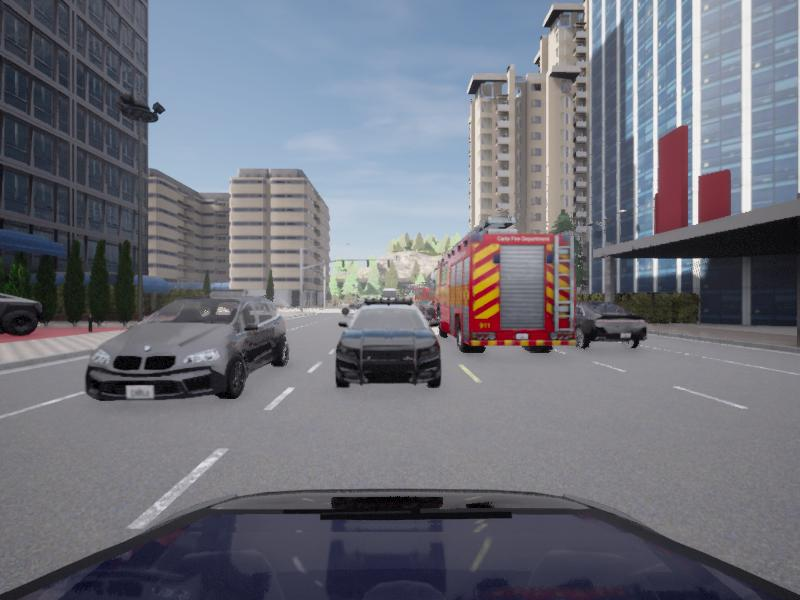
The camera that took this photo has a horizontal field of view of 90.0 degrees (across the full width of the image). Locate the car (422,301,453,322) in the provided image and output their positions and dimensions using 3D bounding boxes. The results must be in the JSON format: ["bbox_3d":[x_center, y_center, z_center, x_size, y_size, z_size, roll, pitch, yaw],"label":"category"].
[{"bbox_3d":[2.723,0.824,29.895,1.845,1.501,3.633,0,0,-1],"label":"car"}]

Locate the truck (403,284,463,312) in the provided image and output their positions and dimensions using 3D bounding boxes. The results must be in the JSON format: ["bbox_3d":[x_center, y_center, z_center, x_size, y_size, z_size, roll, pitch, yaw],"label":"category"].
[{"bbox_3d":[4.806,-0.321,57.998,8.468,3.827,2.891,0,0,-30],"label":"truck"}]

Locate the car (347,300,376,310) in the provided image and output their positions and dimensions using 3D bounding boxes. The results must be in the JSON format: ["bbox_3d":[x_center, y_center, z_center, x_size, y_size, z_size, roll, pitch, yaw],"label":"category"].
[{"bbox_3d":[-6.643,0.771,69.089,1.930,1.638,5.238,0,0,36],"label":"car"}]

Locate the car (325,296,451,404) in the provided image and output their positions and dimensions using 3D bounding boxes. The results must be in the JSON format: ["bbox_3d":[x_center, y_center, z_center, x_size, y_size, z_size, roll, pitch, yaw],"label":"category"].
[{"bbox_3d":[-0.245,0.771,8.743,1.930,1.638,5.238,0,0,-1],"label":"car"}]

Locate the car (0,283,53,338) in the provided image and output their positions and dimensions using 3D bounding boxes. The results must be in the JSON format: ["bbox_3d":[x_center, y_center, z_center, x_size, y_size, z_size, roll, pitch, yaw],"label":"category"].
[{"bbox_3d":[-17.017,0.402,14.472,2.390,2.098,6.274,0,0,29],"label":"car"}]

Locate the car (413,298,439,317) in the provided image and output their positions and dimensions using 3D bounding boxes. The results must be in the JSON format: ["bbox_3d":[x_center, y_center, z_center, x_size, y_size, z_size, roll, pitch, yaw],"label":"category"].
[{"bbox_3d":[2.490,0.694,39.057,2.097,1.767,4.553,0,0,-1],"label":"car"}]

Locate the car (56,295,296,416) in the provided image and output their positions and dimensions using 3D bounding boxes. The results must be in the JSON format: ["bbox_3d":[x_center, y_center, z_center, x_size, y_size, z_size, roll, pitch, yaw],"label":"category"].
[{"bbox_3d":[-3.726,0.749,7.916,2.242,1.667,4.611,0,1,-2],"label":"car"}]

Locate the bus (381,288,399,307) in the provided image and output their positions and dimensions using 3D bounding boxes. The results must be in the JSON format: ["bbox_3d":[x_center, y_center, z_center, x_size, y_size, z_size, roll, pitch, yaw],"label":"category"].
[{"bbox_3d":[-2.268,-0.538,93.695,3.944,4.253,10.273,0,0,-1],"label":"bus"}]

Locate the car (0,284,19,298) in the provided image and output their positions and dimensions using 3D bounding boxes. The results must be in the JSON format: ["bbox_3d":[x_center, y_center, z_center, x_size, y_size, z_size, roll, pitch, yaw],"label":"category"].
[{"bbox_3d":[-16.357,-0.347,15.659,1.750,0.535,1.642,0,0,29],"label":"car"}]

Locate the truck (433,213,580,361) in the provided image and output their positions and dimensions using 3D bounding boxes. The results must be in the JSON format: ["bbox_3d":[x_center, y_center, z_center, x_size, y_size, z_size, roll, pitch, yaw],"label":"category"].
[{"bbox_3d":[3.114,-0.322,14.589,2.891,3.827,8.468,0,0,-2],"label":"truck"}]

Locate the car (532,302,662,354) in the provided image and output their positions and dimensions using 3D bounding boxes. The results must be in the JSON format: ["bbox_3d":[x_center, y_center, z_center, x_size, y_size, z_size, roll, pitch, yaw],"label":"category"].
[{"bbox_3d":[6.617,0.837,14.266,2.128,1.511,4.902,0,0,-1],"label":"car"}]
